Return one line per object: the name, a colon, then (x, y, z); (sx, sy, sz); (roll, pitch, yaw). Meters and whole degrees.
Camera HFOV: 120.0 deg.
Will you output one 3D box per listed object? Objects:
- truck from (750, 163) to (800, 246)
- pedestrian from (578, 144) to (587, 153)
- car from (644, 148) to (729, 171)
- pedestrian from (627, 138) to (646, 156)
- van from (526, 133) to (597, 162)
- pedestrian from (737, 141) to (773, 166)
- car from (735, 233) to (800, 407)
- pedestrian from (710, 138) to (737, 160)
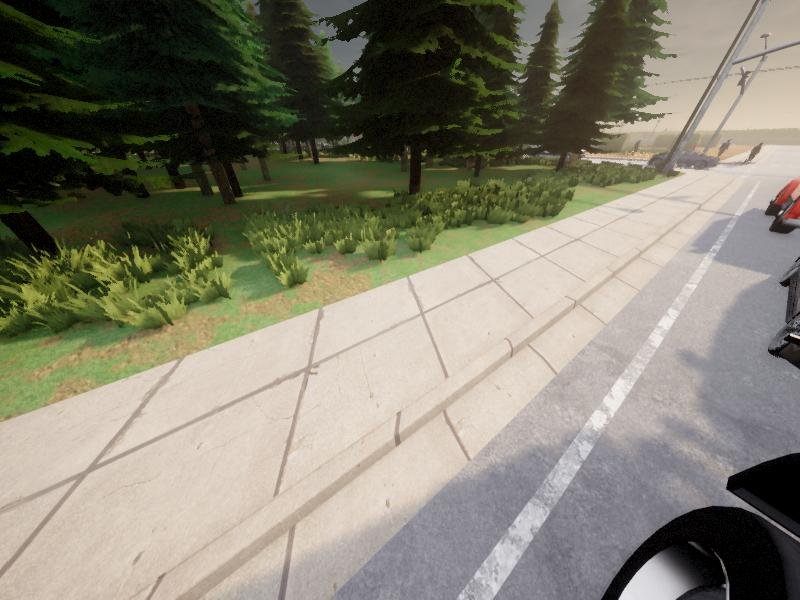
truck: (12.430, -3.014, 5.961); (5.204, 2.467, 2.627); (-23, 41, -28)
pedestrian: (28.855, -23.984, 36.506); (0.500, 1.100, 0.500); (-11, 37, -15)
car: (24.295, -12.106, 19.795); (1.994, 1.385, 4.181); (-23, 41, -28)
pedestrian: (30.756, -19.899, 30.033); (0.751, 1.860, 0.751); (-4, 35, -6)
van: (18.191, -17.562, 26.562); (1.988, 2.561, 5.915); (-22, 40, -28)
pedestrian: (31.831, -13.180, 20.772); (0.751, 1.860, 0.751); (-9, 36, -12)
car: (6.440, -0.039, 2.634); (4.902, 1.511, 2.128); (-22, 41, -28)
pedestrian: (33.564, -15.657, 24.001); (0.751, 1.860, 0.751); (22, 41, 28)
